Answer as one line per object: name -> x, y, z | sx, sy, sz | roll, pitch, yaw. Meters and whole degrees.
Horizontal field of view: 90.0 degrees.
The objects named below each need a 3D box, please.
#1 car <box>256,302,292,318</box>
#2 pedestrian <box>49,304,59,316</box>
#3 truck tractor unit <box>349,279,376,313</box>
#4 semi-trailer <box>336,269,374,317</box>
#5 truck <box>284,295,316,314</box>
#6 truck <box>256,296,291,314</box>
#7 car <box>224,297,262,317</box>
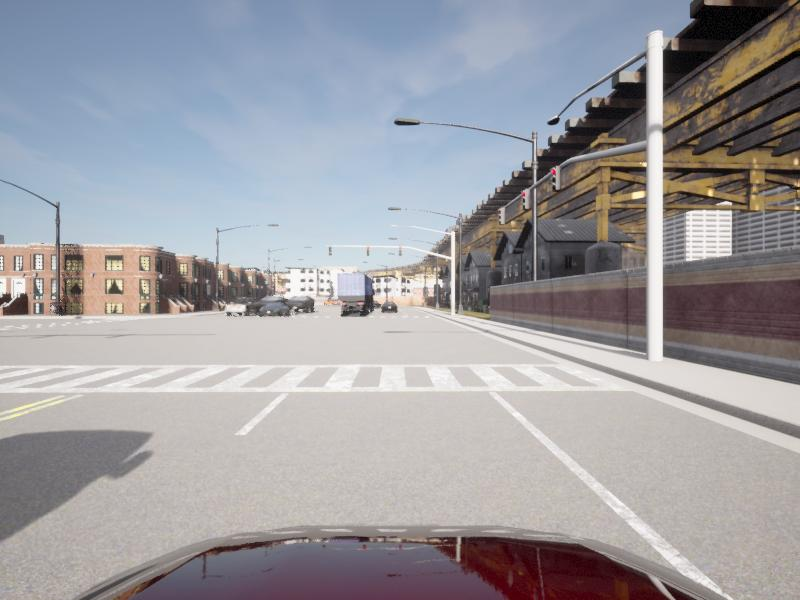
car -> -11.460, 0.908, 36.686 | 1.994, 1.385, 4.181 | 0, 0, -1
pedestrian -> -30.499, 0.865, 35.288 | 0.500, 1.100, 0.500 | 0, 0, -6
truck tractor unit -> -4.849, -0.523, 52.636 | 3.053, 4.208, 6.516 | 1, 0, -2
semi-trailer -> -4.715, -0.637, 44.721 | 2.717, 4.402, 14.254 | -1, 0, -1
truck -> -11.743, 0.544, 47.487 | 2.390, 2.098, 6.274 | 0, 0, -1
truck -> -15.274, 0.541, 48.678 | 2.390, 2.098, 6.274 | 0, 0, -1
car -> -15.006, 0.654, 38.397 | 1.932, 1.855, 4.605 | 0, 0, -2
